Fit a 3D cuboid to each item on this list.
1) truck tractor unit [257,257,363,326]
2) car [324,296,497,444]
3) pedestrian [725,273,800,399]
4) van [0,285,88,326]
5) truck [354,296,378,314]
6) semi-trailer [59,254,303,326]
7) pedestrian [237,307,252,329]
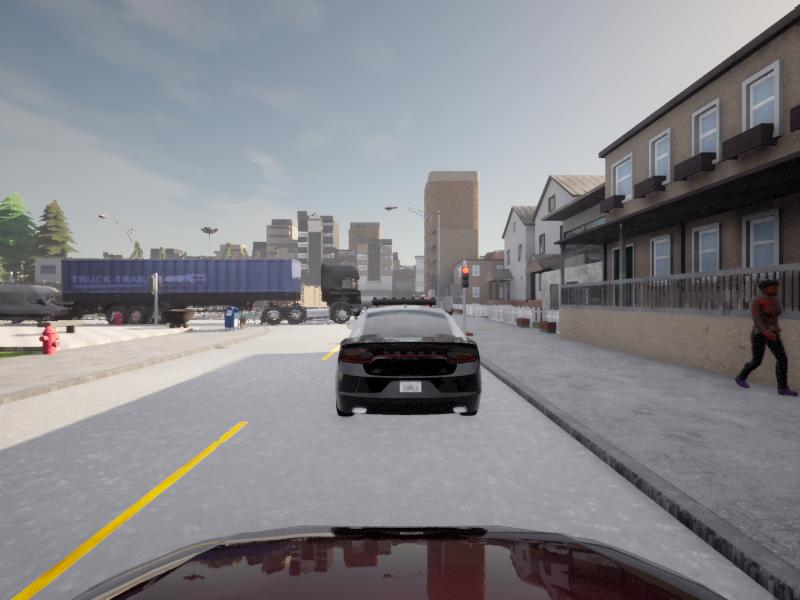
[{"bbox_3d":[-5.954,-0.525,26.765,6.516,4.208,3.053,0,0,-13],"label":"truck tractor unit"},{"bbox_3d":[0.062,0.771,7.066,1.930,1.638,5.238,0,0,-1],"label":"car"},{"bbox_3d":[5.818,0.533,6.318,0.751,1.860,0.751,0,0,-2],"label":"pedestrian"},{"bbox_3d":[-24.091,0.320,26.099,5.915,2.561,1.988,0,0,1],"label":"van"},{"bbox_3d":[-4.111,0.542,49.206,2.390,2.098,6.274,0,0,0],"label":"truck"},{"bbox_3d":[-13.814,-0.620,26.100,14.254,4.402,2.717,0,0,-2],"label":"semi-trailer"},{"bbox_3d":[-7.870,0.904,20.237,0.500,1.100,0.500,0,0,12],"label":"pedestrian"}]
